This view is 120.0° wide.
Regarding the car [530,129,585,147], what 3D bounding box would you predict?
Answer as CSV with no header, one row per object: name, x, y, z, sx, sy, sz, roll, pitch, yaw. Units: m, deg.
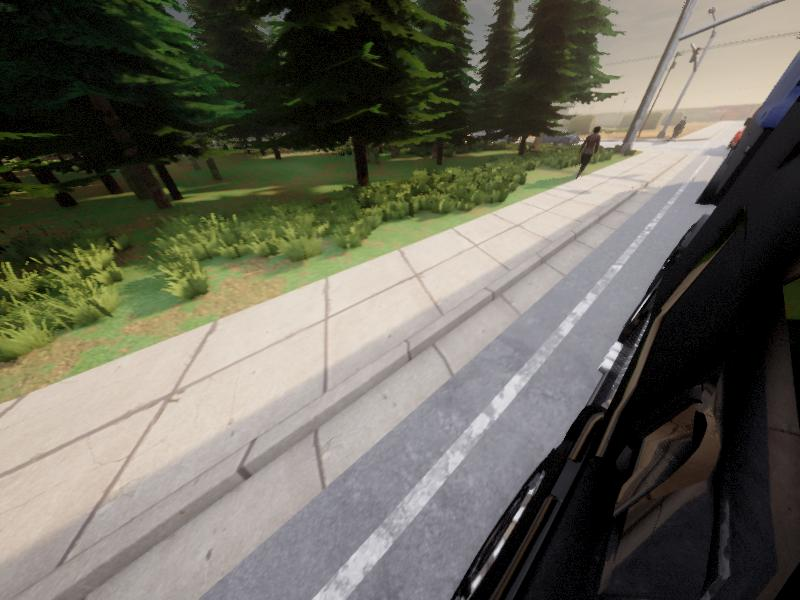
car,16.708,-17.339,24.665,1.994,1.385,4.181,-28,44,-30

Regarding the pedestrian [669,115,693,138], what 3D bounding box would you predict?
pedestrian,30.004,-18.547,24.726,0.751,1.860,0.751,18,41,25

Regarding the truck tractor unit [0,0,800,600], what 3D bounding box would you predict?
truck tractor unit,2.645,-0.295,0.351,6.516,4.208,3.053,-28,44,-30

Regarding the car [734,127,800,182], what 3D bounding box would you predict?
car,16.728,-6.158,9.586,4.902,1.511,2.128,-22,41,-24

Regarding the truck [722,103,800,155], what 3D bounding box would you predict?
truck,24.440,-11.362,15.281,5.204,2.467,2.627,-29,44,-30

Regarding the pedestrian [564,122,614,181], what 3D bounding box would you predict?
pedestrian,7.458,-5.878,9.189,0.751,1.860,0.751,-30,44,-31

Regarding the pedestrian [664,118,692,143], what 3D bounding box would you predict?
pedestrian,26.214,-15.985,21.820,0.751,1.860,0.751,-16,39,-17

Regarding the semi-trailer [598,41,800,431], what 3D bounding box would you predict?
semi-trailer,8.695,-3.603,4.238,14.254,4.402,2.717,-28,44,-30

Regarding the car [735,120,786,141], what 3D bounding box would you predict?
car,33.411,-15.813,21.569,4.181,1.385,1.994,-30,45,-32
